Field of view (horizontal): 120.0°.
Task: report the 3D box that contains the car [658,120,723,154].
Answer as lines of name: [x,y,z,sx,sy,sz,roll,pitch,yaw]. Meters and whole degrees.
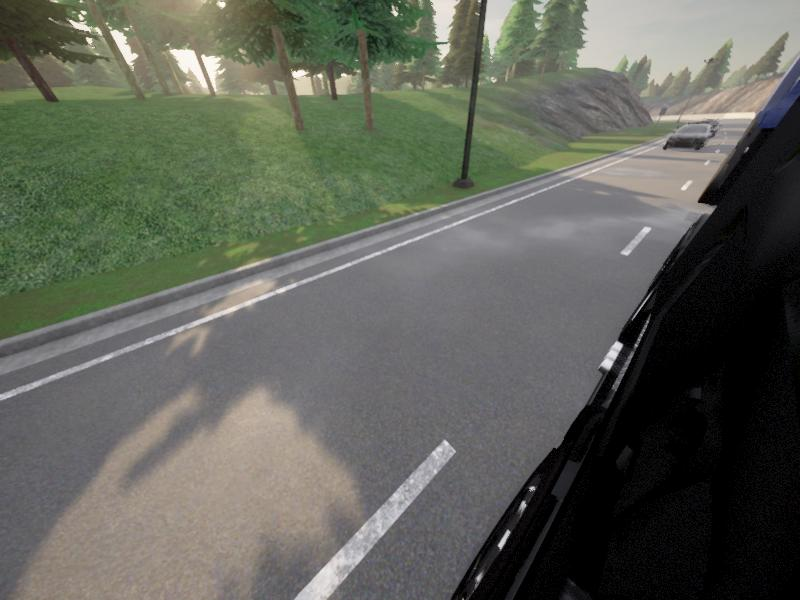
car: [20.851,-11.767,16.553,5.238,1.638,1.930,-28,44,-30]

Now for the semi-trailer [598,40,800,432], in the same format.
semi-trailer: [8.691,-3.622,4.218,14.254,4.402,2.717,-28,44,-30]

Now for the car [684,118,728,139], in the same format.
car: [31.640,-17.745,23.879,4.974,1.542,2.038,-29,44,-31]

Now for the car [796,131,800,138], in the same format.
car: [35.913,-14.475,19.376,4.181,1.385,1.994,-30,44,-31]

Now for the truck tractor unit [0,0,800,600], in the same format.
truck tractor unit: [2.645,-0.295,0.351,6.516,4.208,3.053,-28,44,-30]
